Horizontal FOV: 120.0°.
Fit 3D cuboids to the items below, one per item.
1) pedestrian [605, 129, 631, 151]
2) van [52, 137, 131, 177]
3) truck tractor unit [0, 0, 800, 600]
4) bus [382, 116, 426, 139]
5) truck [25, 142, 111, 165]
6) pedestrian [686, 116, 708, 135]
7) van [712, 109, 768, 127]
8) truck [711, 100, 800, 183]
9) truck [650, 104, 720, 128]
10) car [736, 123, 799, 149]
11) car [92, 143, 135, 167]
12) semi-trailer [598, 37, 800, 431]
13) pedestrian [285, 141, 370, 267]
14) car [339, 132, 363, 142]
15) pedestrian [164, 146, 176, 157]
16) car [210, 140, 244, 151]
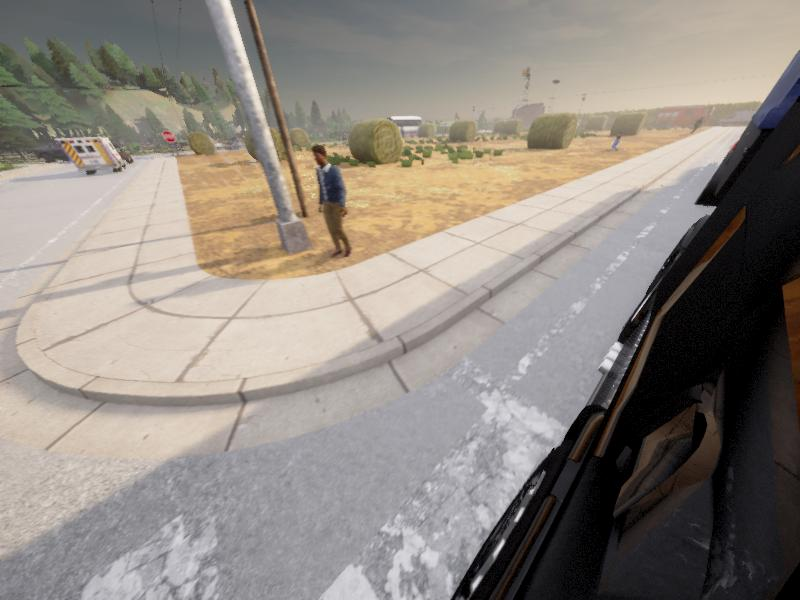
[{"bbox_3d":[16.450,-12.064,17.461,0.751,1.300,0.751,5,37,10],"label":"pedestrian"},{"bbox_3d":[-25.987,-12.468,19.881,2.351,2.431,6.366,-27,43,-29],"label":"van"},{"bbox_3d":[2.645,-0.295,0.351,6.516,4.208,3.053,-28,44,-30],"label":"truck tractor unit"},{"bbox_3d":[1.189,-42.423,56.831,10.273,4.253,3.944,-25,42,-28],"label":"bus"},{"bbox_3d":[-42.540,-18.967,29.803,6.274,2.098,2.390,-5,36,-3],"label":"truck"},{"bbox_3d":[36.513,-21.436,28.376,0.751,1.860,0.751,-20,40,-22],"label":"pedestrian"},{"bbox_3d":[69.359,-37.177,47.315,1.988,2.561,5.915,-27,43,-29],"label":"van"},{"bbox_3d":[16.333,-6.849,9.799,5.204,2.467,2.627,-28,44,-30],"label":"truck"},{"bbox_3d":[61.575,-39.853,50.275,2.891,3.827,8.468,-27,44,-29],"label":"truck"},{"bbox_3d":[27.722,-12.471,17.558,4.181,1.385,1.994,-28,43,-30],"label":"car"},{"bbox_3d":[-31.229,-15.984,25.346,1.905,1.878,3.866,-27,43,-29],"label":"car"},{"bbox_3d":[8.684,-3.604,4.257,14.254,4.402,2.717,-28,43,-30],"label":"semi-trailer"},{"bbox_3d":[-1.163,-1.656,4.087,0.751,1.860,0.751,18,41,25],"label":"pedestrian"},{"bbox_3d":[-11.408,-37.976,53.811,4.856,1.649,2.033,-25,42,-27],"label":"car"},{"bbox_3d":[-30.776,-19.888,30.916,0.500,1.100,0.500,-2,37,1],"label":"pedestrian"},{"bbox_3d":[-31.767,-28.359,42.395,4.718,1.301,1.895,-25,42,-27],"label":"car"}]
